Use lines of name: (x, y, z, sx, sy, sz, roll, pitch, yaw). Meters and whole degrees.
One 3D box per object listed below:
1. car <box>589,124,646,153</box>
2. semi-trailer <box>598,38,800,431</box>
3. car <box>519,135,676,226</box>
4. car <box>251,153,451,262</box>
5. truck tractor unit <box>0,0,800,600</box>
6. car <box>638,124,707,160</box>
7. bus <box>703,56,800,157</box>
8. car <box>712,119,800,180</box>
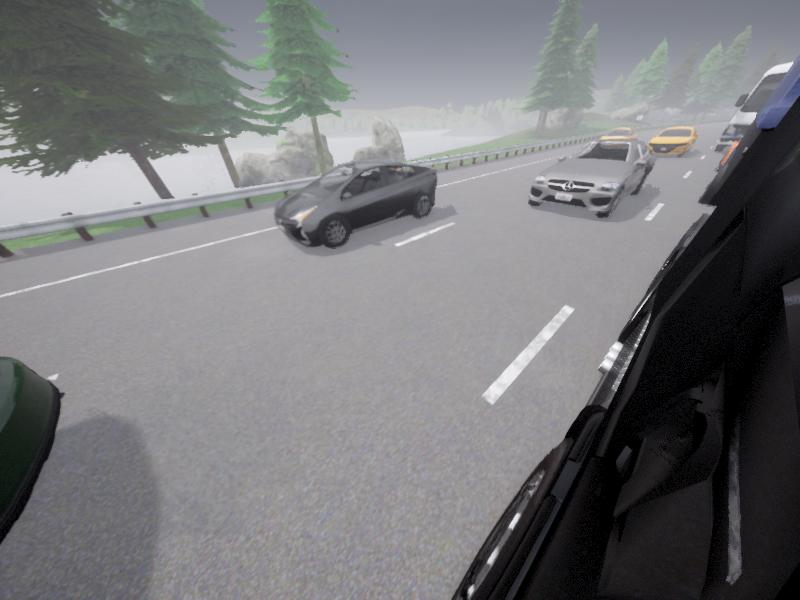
car: (17.399, -12.931, 18.443, 5.366, 1.575, 1.801, -29, 44, -30)
semi-trailer: (8.708, -3.605, 4.209, 14.254, 4.402, 2.717, -28, 44, -30)
car: (6.264, -4.039, 7.281, 5.027, 1.651, 2.152, -29, 44, -30)
car: (-0.966, -2.793, 6.178, 4.514, 1.525, 2.007, -29, 44, -30)
truck tractor unit: (2.645, -0.295, 0.351, 6.516, 4.208, 3.053, -28, 44, -30)
car: (17.563, -10.228, 14.862, 5.008, 1.535, 1.882, -29, 44, -30)
bus: (24.558, -12.325, 14.932, 10.273, 4.253, 3.944, -29, 44, -30)
car: (15.819, -6.588, 9.906, 4.553, 1.767, 2.097, -29, 44, -30)
